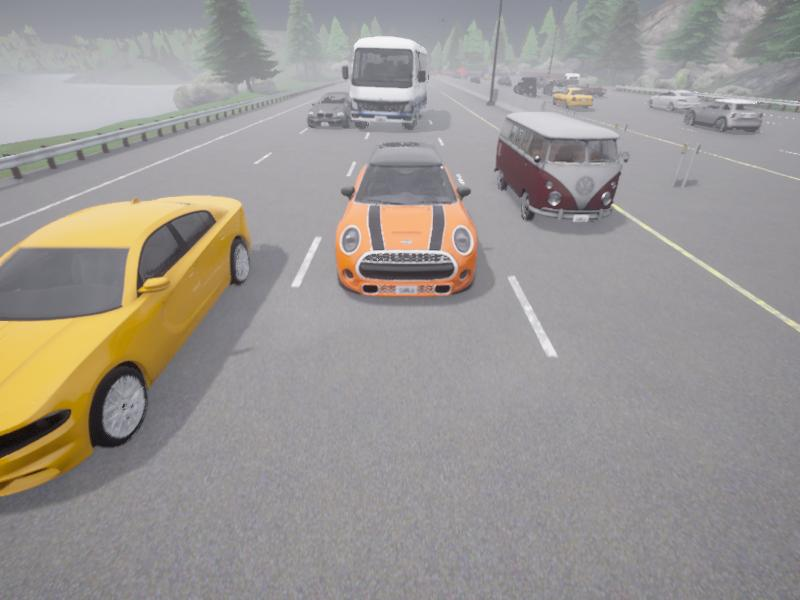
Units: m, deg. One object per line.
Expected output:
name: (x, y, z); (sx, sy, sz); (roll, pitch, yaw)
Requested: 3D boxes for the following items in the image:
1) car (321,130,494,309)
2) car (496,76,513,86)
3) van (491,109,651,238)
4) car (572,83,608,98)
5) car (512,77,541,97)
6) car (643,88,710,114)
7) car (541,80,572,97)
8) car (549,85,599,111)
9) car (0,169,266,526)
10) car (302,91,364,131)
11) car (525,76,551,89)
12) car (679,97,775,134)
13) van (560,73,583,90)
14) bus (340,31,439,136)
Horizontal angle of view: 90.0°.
car: (0.097, -1.795, 7.258); (2.097, 1.767, 4.553); (0, 31, 0)
car: (17.701, -37.183, 67.874); (1.845, 1.501, 3.633); (0, 30, 0)
van: (3.603, -3.249, 9.561); (1.775, 1.987, 4.442); (0, 31, 0)
car: (21.196, -23.499, 44.838); (1.895, 1.301, 4.718); (0, 30, 0)
car: (14.197, -24.098, 45.239); (1.905, 1.878, 3.866); (0, 30, 0)
car: (21.158, -15.403, 30.894); (1.812, 1.442, 4.674); (0, 30, 0)
car: (17.701, -24.117, 45.568); (1.851, 1.617, 3.988); (0, 30, 0)
car: (14.166, -16.737, 33.001); (1.801, 1.575, 5.366); (0, 30, 0)
car: (-3.410, -0.219, 4.811); (1.882, 1.535, 5.008); (0, 31, 0)
car: (-3.668, -10.904, 22.892); (2.242, 1.667, 4.611); (4, 30, 6)
car: (21.203, -33.546, 61.708); (2.242, 1.667, 4.611); (0, 30, 0)
car: (17.634, -10.138, 21.872); (1.970, 1.475, 3.806); (0, 30, 0)
van: (24.932, -31.846, 58.350); (2.069, 2.038, 4.480); (7, 31, 11)
bus: (-0.137, -12.725, 23.476); (3.944, 4.253, 10.273); (6, 30, 6)
